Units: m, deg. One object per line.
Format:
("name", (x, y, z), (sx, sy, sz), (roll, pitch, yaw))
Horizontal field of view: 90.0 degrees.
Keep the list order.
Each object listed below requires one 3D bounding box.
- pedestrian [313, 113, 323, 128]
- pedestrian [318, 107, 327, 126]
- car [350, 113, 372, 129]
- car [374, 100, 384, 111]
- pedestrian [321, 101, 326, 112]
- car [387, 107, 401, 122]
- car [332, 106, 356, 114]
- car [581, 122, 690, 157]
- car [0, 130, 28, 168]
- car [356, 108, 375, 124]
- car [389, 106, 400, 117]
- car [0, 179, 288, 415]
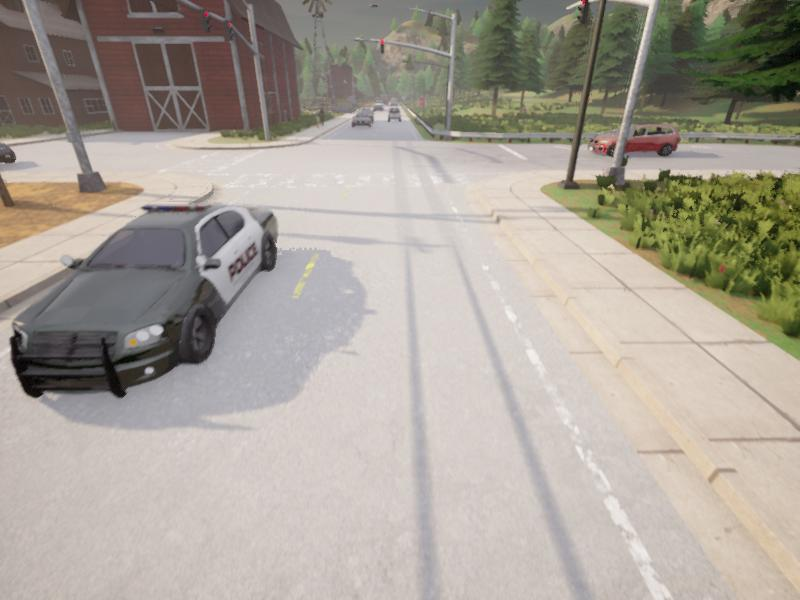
("pedestrian", (-8.131, -17.771, 39.671), (0.751, 1.300, 0.751), (-1, 27, -1))
("pedestrian", (-8.110, -19.184, 41.826), (0.751, 1.860, 0.751), (-2, 27, -4))
("car", (-4.095, -19.341, 43.073), (1.994, 1.385, 4.181), (0, 27, -1))
("car", (-4.903, -46.081, 94.725), (2.150, 2.045, 5.566), (0, 27, -1))
("pedestrian", (-15.574, -39.505, 81.628), (0.751, 1.860, 0.751), (1, 27, 2))
("car", (-0.772, -25.365, 54.623), (1.851, 1.617, 3.988), (0, 27, -1))
("car", (-10.468, -35.711, 75.135), (4.181, 1.385, 1.994), (-2, 27, -5))
("car", (13.230, -9.153, 22.755), (4.611, 1.667, 2.242), (-1, 27, -1))
("car", (-20.321, -7.046, 18.693), (3.633, 1.501, 1.845), (-1, 27, -2))
("car", (-4.200, -22.885, 49.717), (1.930, 1.638, 5.238), (0, 27, -1))
("car", (-0.963, -31.438, 66.702), (1.812, 1.442, 4.674), (0, 27, -1))
("car", (-3.451, -0.592, 6.151), (2.038, 1.542, 4.974), (0, 27, 0))
